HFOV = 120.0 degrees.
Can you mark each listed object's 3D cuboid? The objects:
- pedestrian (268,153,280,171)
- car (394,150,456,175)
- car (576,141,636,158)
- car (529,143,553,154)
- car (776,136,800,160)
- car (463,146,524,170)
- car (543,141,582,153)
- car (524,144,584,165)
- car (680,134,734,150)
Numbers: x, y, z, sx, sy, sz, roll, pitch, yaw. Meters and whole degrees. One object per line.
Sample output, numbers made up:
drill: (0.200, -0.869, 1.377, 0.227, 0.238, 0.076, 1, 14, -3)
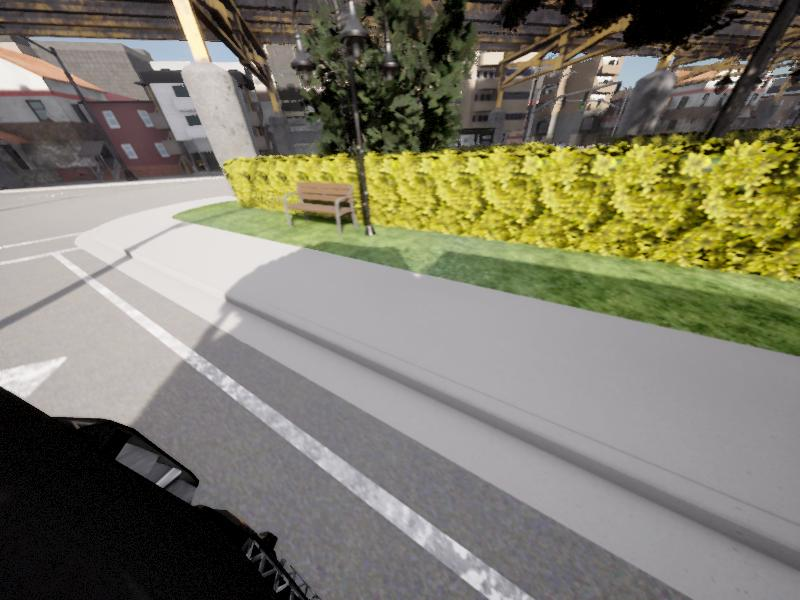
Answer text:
pedestrian: (-15.640, -17.091, 28.697, 0.751, 1.860, 0.751, -15, 35, -17)
car: (2.273, -12.776, 21.402, 5.238, 1.638, 1.930, -10, 34, -11)
car: (25.089, -18.462, 28.361, 4.792, 1.488, 2.163, 1, 34, 6)
car: (24.549, -26.549, 40.416, 2.038, 1.542, 4.974, 4, 34, 10)
car: (32.197, -10.951, 16.555, 2.128, 1.511, 4.902, -8, 34, -8)
car: (9.074, -13.973, 22.705, 5.027, 1.651, 2.152, -10, 34, -11)
car: (28.653, -27.096, 40.930, 2.038, 1.542, 4.974, -23, 38, -27)
car: (15.927, -15.175, 24.076, 4.974, 1.542, 2.038, -10, 34, -11)
car: (42.824, -22.046, 32.262, 5.238, 1.638, 1.930, -10, 34, -11)
